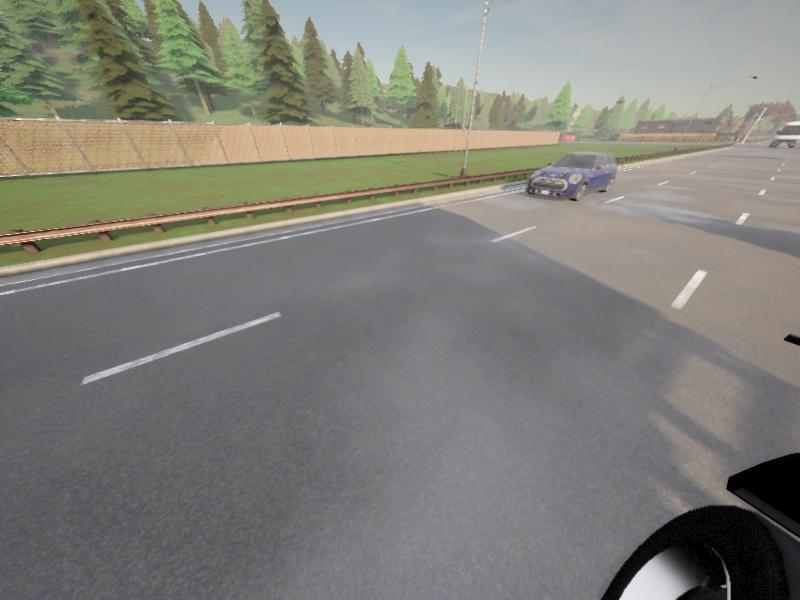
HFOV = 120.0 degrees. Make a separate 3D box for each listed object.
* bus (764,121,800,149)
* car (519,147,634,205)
[{"bbox_3d":[79.173,-33.263,46.650,10.273,4.253,3.944,-22,40,-28],"label":"bus"},{"bbox_3d":[7.925,-5.743,10.416,4.553,1.767,2.097,-22,41,-28],"label":"car"}]
